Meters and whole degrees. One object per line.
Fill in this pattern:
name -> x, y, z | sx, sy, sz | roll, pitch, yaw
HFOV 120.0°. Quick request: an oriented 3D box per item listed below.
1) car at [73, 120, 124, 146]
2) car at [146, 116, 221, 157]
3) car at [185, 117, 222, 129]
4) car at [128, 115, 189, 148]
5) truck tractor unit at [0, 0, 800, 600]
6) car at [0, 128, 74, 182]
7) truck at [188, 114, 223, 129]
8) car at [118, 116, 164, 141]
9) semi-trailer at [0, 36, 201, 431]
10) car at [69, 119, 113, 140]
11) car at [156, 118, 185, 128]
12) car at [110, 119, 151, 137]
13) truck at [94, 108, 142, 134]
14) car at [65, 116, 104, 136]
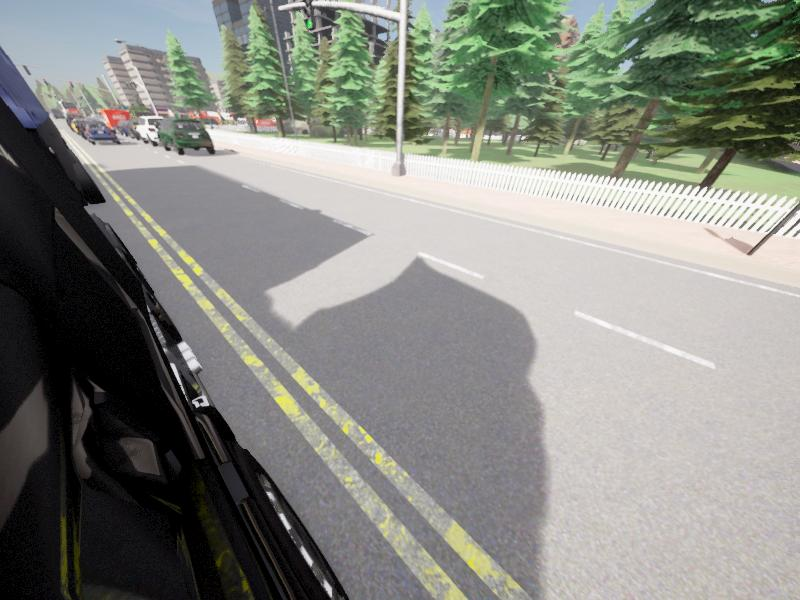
car -> -25.221, -14.009, 19.323 | 3.705, 1.549, 1.789 | 28, 44, 30
car -> -15.569, -11.792, 16.606 | 5.566, 2.045, 2.150 | 28, 44, 29
car -> -43.898, -39.677, 51.822 | 2.150, 2.045, 5.566 | 27, 43, 29
car -> -21.170, -14.784, 20.215 | 5.566, 2.045, 2.150 | 28, 44, 30
truck tractor unit -> -2.645, -0.295, 0.351 | 6.516, 4.208, 3.053 | 28, 44, 30
car -> -15.563, -6.063, 9.474 | 3.806, 1.475, 1.970 | 29, 44, 30
truck -> -45.655, -41.945, 54.379 | 2.627, 2.467, 5.204 | 27, 43, 28
car -> -26.730, -17.690, 23.850 | 4.605, 1.855, 1.932 | 28, 44, 30
semi-trailer -> -8.660, -3.643, 4.247 | 14.254, 4.402, 2.717 | 29, 44, 30
car -> -30.067, -16.567, 22.470 | 4.193, 1.474, 1.816 | 28, 44, 30
car -> -49.950, -38.575, 50.318 | 1.851, 1.617, 3.988 | 29, 44, 30
car -> -31.743, -20.209, 27.198 | 4.792, 1.488, 2.163 | 28, 44, 30
truck -> -36.611, -23.219, 30.055 | 5.204, 2.467, 2.627 | 28, 44, 30
car -> -35.417, -19.473, 25.892 | 5.366, 1.575, 1.801 | 28, 44, 30
